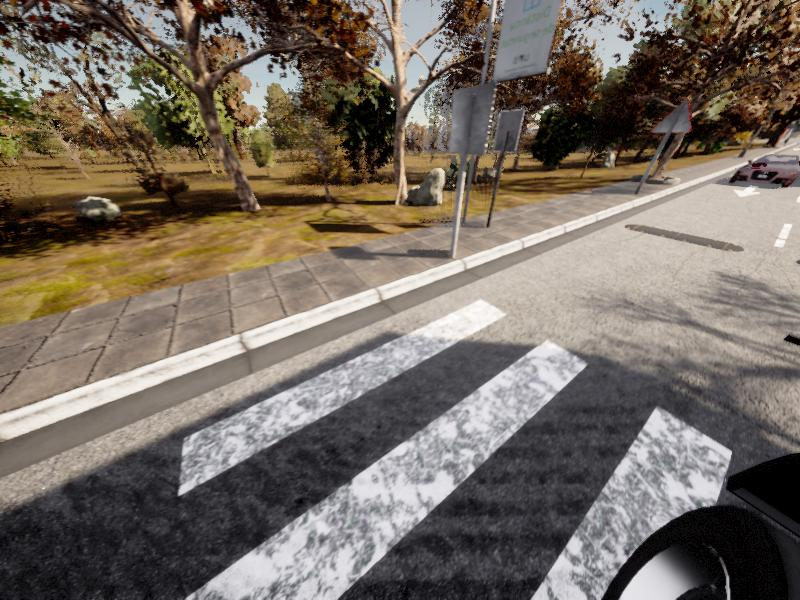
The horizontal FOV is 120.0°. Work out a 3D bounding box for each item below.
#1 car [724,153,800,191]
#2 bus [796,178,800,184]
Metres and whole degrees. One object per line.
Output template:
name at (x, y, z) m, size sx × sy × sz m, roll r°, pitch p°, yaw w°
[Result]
car at (20.184, -7.102, 12.596) m, size 4.181 × 1.385 × 1.994 m, roll -21°, pitch 40°, yaw -27°
bus at (27.418, -8.923, 12.589) m, size 10.273 × 4.253 × 3.944 m, roll -21°, pitch 40°, yaw -27°
